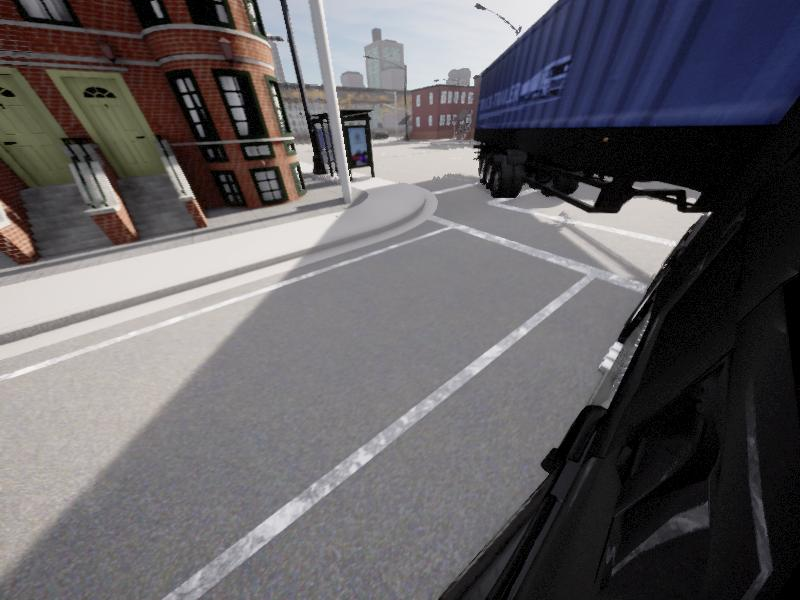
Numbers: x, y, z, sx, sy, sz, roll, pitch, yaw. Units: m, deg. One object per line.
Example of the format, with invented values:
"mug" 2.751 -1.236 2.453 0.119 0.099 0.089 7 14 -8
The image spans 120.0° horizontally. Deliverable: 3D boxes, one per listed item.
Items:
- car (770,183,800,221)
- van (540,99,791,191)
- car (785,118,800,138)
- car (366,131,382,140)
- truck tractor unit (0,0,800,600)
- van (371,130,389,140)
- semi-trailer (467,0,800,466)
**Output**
"car" 12.088 -2.688 5.109 4.856 1.649 2.033 -11 37 -11
"van" 10.232 -6.709 9.990 2.351 2.431 6.366 -25 42 -27
"car" 34.079 -14.649 18.803 5.238 1.638 1.930 -30 44 -24
"car" -7.277 -46.266 65.036 3.866 1.878 1.905 -25 42 -27
"truck tractor unit" 2.645 -0.295 0.352 6.516 4.208 3.053 -28 44 -30
"van" -5.359 -44.620 62.602 4.442 1.987 1.775 -25 42 -27
"semi-trailer" 4.558 -4.743 6.041 2.717 4.402 14.254 1 37 4
